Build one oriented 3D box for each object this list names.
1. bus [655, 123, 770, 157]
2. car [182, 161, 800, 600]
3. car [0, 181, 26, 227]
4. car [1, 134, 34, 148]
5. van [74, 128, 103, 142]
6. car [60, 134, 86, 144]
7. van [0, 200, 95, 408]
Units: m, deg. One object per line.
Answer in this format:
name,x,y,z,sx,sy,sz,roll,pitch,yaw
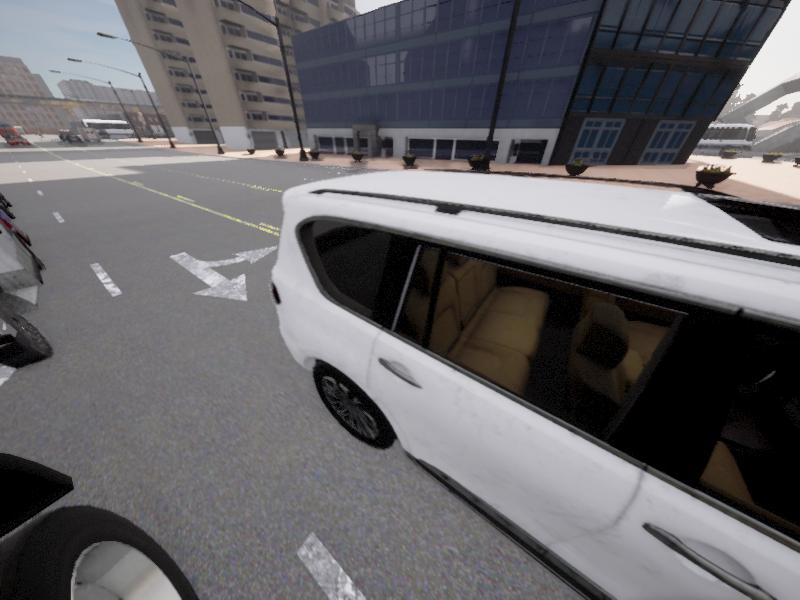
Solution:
bus,51.972,-27.184,39.183,3.944,4.253,10.273,-17,39,-23
car,1.424,0.427,1.554,5.566,2.045,2.150,21,40,28
car,-14.634,-3.404,7.421,4.902,1.511,2.128,22,41,28
car,-65.494,-27.279,39.557,4.611,1.667,2.242,24,41,27
van,-71.013,-37.641,52.705,6.366,2.431,2.351,23,41,27
car,-66.620,-32.795,47.105,4.902,1.511,2.128,24,41,27
van,-6.937,-0.694,2.789,6.366,2.431,2.351,21,40,28
